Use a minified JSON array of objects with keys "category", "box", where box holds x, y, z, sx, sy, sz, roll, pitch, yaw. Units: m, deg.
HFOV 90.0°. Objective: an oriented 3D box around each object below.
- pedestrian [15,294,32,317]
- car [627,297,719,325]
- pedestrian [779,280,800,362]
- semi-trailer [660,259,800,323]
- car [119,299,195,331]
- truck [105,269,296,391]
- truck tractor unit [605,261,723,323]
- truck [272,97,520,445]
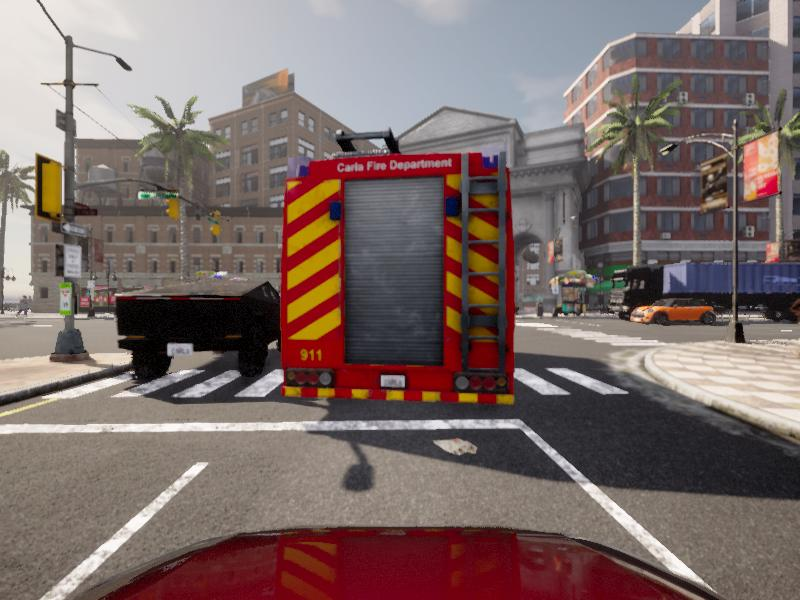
[{"category":"pedestrian","box":[-31.394,0.468,33.387,0.751,1.860,0.751,0,0,13]},{"category":"car","box":[17.480,0.684,25.762,4.553,1.767,2.097,0,0,-2]},{"category":"pedestrian","box":[9.534,0.481,9.300,0.751,1.860,0.751,0,0,-2]},{"category":"semi-trailer","box":[26.924,-0.630,29.156,14.254,4.402,2.717,0,0,0]},{"category":"car","box":[-13.665,0.777,22.485,3.988,1.617,1.851,0,0,27]},{"category":"truck","box":[-4.271,0.536,10.125,2.390,2.098,6.274,0,0,-7]},{"category":"truck tractor unit","box":[19.012,-0.536,29.120,6.516,4.208,3.053,0,0,0]},{"category":"truck","box":[0.504,-0.325,8.801,2.891,3.827,8.468,0,0,8]}]
